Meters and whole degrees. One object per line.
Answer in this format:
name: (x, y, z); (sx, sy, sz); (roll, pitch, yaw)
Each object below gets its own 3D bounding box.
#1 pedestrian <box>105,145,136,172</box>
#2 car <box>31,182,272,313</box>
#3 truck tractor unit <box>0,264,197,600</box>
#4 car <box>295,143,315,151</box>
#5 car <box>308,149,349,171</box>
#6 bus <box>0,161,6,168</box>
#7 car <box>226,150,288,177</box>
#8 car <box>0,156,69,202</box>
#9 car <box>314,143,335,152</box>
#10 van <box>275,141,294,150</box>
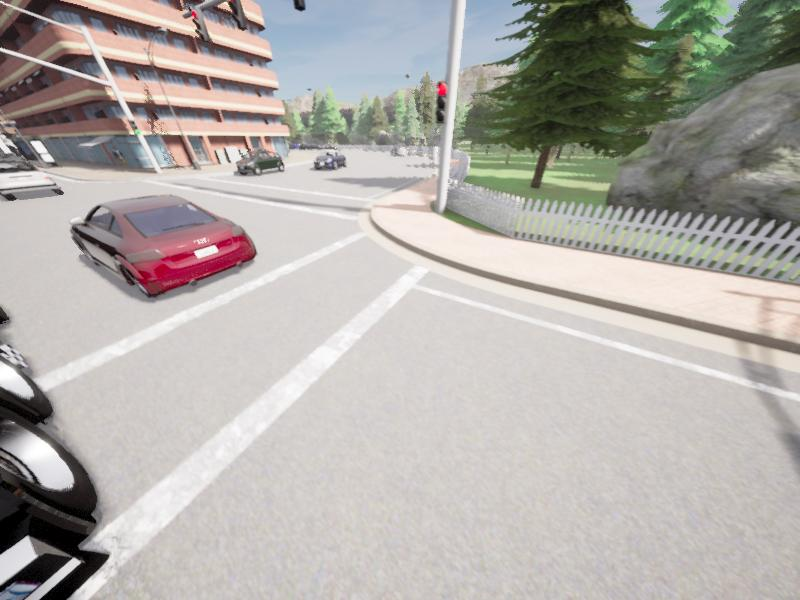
pedestrian: (-23.185, -11.757, 19.172); (0.751, 1.860, 0.751); (20, 40, 27)
car: (-5.155, -1.448, 4.909); (4.181, 1.385, 1.994); (18, 39, 25)
truck tractor unit: (-5.109, -0.304, 0.770); (6.516, 4.208, 3.053); (18, 39, 24)
car: (-24.060, -38.748, 58.507); (4.892, 1.490, 1.837); (18, 39, 25)
car: (-6.383, -12.813, 21.089); (1.970, 1.475, 3.806); (5, 35, 8)
bus: (-48.563, -16.725, 24.760); (10.273, 4.253, 3.944); (19, 39, 24)
car: (-11.027, -10.841, 18.229); (1.789, 1.549, 3.705); (10, 36, 15)
car: (-19.127, -6.129, 11.512); (3.988, 1.617, 1.851); (18, 39, 24)
car: (-18.046, -36.305, 54.912); (4.974, 1.542, 2.038); (25, 42, 32)
van: (-30.825, -41.199, 61.657); (4.442, 1.987, 1.775); (18, 39, 25)
